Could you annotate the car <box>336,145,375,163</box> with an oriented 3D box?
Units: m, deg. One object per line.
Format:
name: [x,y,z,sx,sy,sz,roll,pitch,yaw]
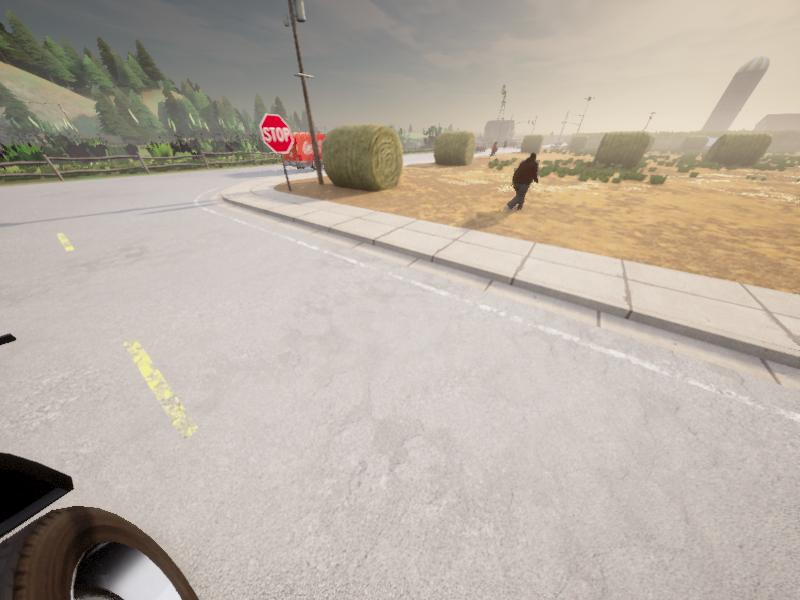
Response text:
car: [-4.885,-16.270,25.622,1.970,1.475,3.806,24,41,30]

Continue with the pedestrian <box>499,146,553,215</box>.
pedestrian: [3.966,-3.815,7.424,0.751,1.860,0.751,-14,38,-20]

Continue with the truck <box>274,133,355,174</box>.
truck: [-6.639,-12.046,18.765,2.627,2.467,5.204,24,42,30]

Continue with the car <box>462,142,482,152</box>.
car: [14.315,-30.470,45.882,2.007,1.525,4.514,24,41,30]

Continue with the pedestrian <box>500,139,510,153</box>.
pedestrian: [16.992,-24.883,37.376,0.751,1.860,0.751,-18,39,-24]

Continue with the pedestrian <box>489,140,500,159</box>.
pedestrian: [11.016,-17.585,26.973,0.751,1.860,0.751,13,37,17]

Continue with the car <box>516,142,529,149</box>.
car: [31.473,-39.771,59.332,1.970,1.475,3.806,24,42,30]

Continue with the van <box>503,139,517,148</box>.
van: [29.359,-41.741,61.592,1.775,1.987,4.442,24,42,30]

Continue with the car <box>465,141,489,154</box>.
car: [13.328,-26.503,40.012,2.097,1.767,4.553,24,42,30]
